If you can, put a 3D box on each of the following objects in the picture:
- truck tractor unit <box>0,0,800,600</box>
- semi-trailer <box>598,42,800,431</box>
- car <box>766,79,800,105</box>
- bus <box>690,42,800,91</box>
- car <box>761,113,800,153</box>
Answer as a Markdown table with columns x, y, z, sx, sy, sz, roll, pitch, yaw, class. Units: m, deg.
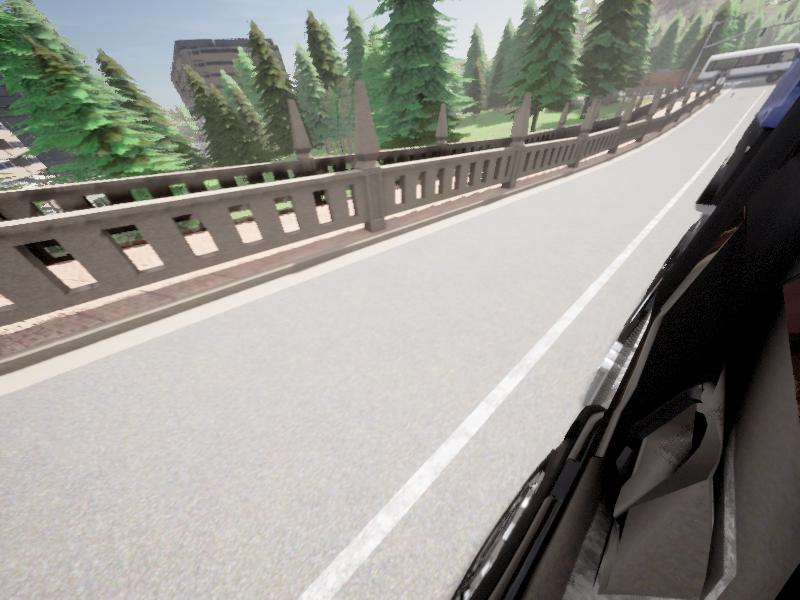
| x | y | z | sx | sy | sz | roll | pitch | yaw | class |
| --- | --- | --- | --- | --- | --- | --- | --- | --- | --- |
| 2.645 | -0.295 | 0.351 | 6.516 | 4.208 | 3.053 | -28 | 44 | -30 | truck tractor unit |
| 8.695 | -3.608 | 4.229 | 14.254 | 4.402 | 2.717 | -28 | 44 | -30 | semi-trailer |
| 41.957 | -22.541 | 24.947 | 5.366 | 1.575 | 1.801 | -33 | 46 | -25 | car |
| 56.010 | -37.543 | 37.347 | 3.944 | 4.253 | 10.273 | -37 | 48 | -28 | bus |
| 22.510 | -9.267 | 12.736 | 1.845 | 1.501 | 3.633 | 25 | 48 | 32 | car |
